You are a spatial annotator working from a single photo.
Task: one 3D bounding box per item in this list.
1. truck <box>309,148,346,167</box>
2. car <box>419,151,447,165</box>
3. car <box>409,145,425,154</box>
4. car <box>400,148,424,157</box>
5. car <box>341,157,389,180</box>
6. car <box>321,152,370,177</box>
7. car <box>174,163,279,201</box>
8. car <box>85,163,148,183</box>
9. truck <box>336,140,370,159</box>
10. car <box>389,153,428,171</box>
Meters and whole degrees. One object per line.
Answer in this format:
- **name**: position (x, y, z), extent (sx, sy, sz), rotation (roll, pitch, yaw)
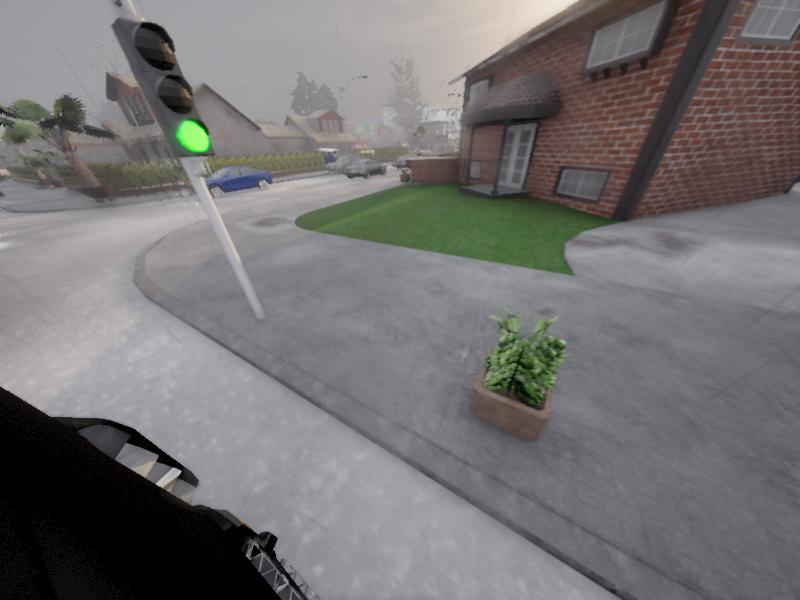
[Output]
- **truck**: position (-10.146, -20.045, 32.417), extent (4.478, 2.038, 2.069), rotation (18, 39, 24)
- **car**: position (4.436, -18.952, 30.855), extent (1.895, 1.301, 4.718), rotation (17, 38, 27)
- **car**: position (4.777, -41.637, 63.747), extent (3.866, 1.878, 1.905), rotation (-16, 36, -19)
- **car**: position (2.729, -33.998, 53.294), extent (5.366, 1.575, 1.801), rotation (16, 38, 26)
- **car**: position (-2.909, -11.530, 20.205), extent (1.994, 1.385, 4.181), rotation (14, 37, 24)
- **car**: position (-5.340, -13.740, 23.317), extent (2.097, 1.767, 4.553), rotation (16, 38, 26)
- **car**: position (-11.054, -7.922, 15.250), extent (1.882, 1.535, 5.008), rotation (16, 38, 26)
- **car**: position (-30.013, -13.570, 24.589), extent (1.845, 1.501, 3.633), rotation (14, 37, 24)
- **truck**: position (-12.285, -39.286, 60.324), extent (8.468, 3.827, 2.891), rotation (16, 38, 26)
- **car**: position (1.080, -15.468, 25.792), extent (2.033, 1.411, 5.357), rotation (16, 38, 26)
